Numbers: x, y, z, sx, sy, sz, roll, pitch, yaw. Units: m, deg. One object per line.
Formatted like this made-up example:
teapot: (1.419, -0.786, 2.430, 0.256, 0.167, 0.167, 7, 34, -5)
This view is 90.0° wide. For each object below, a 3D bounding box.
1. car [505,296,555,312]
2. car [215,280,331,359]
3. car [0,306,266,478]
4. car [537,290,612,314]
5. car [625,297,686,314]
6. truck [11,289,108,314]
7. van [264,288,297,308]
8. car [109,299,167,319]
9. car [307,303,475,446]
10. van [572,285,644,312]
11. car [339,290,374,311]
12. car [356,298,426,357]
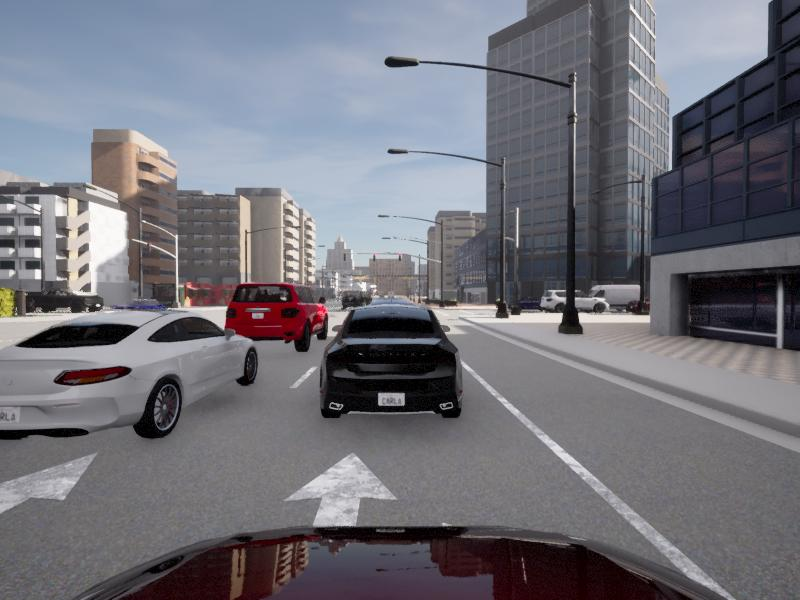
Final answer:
car: (12.427, 0.376, 38.379, 4.193, 1.474, 1.816, 0, 1, -1)
car: (-3.796, 0.479, 13.206, 2.150, 2.045, 5.566, 0, 1, -1)
car: (-3.631, 0.861, 5.908, 1.812, 1.442, 4.674, 0, 0, -1)
car: (15.171, 0.153, 34.941, 5.566, 2.045, 2.150, 0, 1, -1)
car: (22.343, 0.440, 35.044, 4.193, 1.474, 1.816, 0, 1, -1)
truck: (-29.017, 0.120, 34.269, 6.274, 2.098, 2.390, 0, 1, -1)
van: (-15.145, -0.233, 51.184, 2.351, 2.431, 6.366, 0, 0, -1)
car: (-19.264, 0.609, 29.677, 1.895, 1.301, 4.718, 0, 1, -10)
car: (-0.149, 0.835, 6.827, 1.837, 1.490, 4.892, 0, 0, -1)
van: (19.906, -0.155, 38.479, 5.915, 2.561, 1.988, 0, 1, -1)
car: (-4.489, 0.045, 42.628, 2.150, 2.045, 5.566, 1, 1, 11)
car: (-0.289, 0.737, 13.310, 1.882, 1.535, 5.008, 0, 1, -1)
